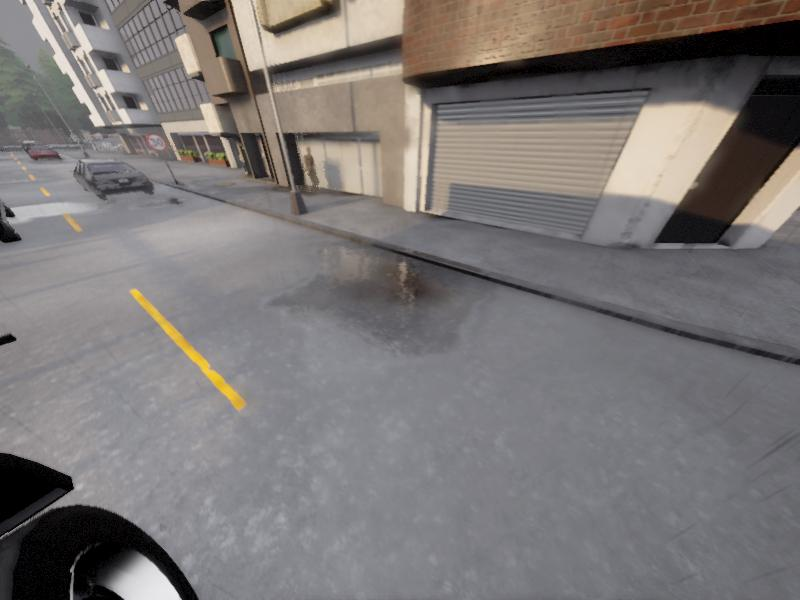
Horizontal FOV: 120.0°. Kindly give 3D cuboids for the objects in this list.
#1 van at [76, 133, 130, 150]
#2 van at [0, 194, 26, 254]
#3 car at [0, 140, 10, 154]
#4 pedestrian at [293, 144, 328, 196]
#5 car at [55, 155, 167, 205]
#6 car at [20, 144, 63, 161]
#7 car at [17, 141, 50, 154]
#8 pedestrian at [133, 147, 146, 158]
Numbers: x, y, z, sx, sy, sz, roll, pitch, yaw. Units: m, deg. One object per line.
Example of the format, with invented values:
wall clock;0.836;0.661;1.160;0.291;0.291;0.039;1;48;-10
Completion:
van;-59.075;-31.734;46.197;1.988;2.561;5.915;20;40;26
van;-12.083;-2.816;5.594;5.915;2.561;1.988;22;41;28
car;-58.970;-21.734;32.813;2.152;1.651;5.027;-26;43;-32
pedestrian;-3.800;-5.560;9.923;0.751;1.860;0.751;20;39;25
car;-13.390;-5.698;10.662;5.357;1.411;2.033;22;41;28
car;-40.427;-16.706;26.062;4.181;1.385;1.994;22;41;28
car;-56.188;-23.552;35.529;4.892;1.490;1.837;29;45;34
pedestrian;-30.516;-17.315;27.063;0.500;1.100;0.500;16;38;22
